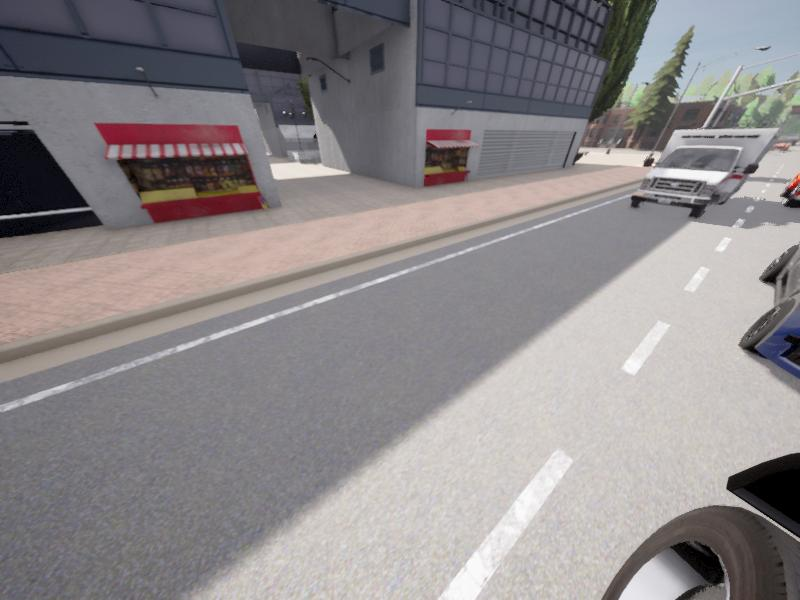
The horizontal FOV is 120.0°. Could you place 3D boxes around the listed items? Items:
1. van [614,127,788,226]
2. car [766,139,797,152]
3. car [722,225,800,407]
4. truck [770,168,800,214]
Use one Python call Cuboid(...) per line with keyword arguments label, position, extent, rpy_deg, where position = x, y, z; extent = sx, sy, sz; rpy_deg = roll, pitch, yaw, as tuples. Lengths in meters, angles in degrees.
Cuboid(label="van", position=(11.320, -4.897, 8.686), extent=(6.366, 2.431, 2.351), rpy_deg=(-22, 41, -28))
Cuboid(label="car", position=(66.586, -27.059, 40.339), extent=(4.553, 1.767, 2.097), rpy_deg=(-22, 41, -28))
Cuboid(label="car", position=(6.280, -0.081, 2.539), extent=(4.611, 1.667, 2.242), rpy_deg=(-22, 41, -28))
Cuboid(label="truck", position=(16.501, -4.551, 8.132), extent=(5.204, 2.467, 2.627), rpy_deg=(-22, 41, -28))
